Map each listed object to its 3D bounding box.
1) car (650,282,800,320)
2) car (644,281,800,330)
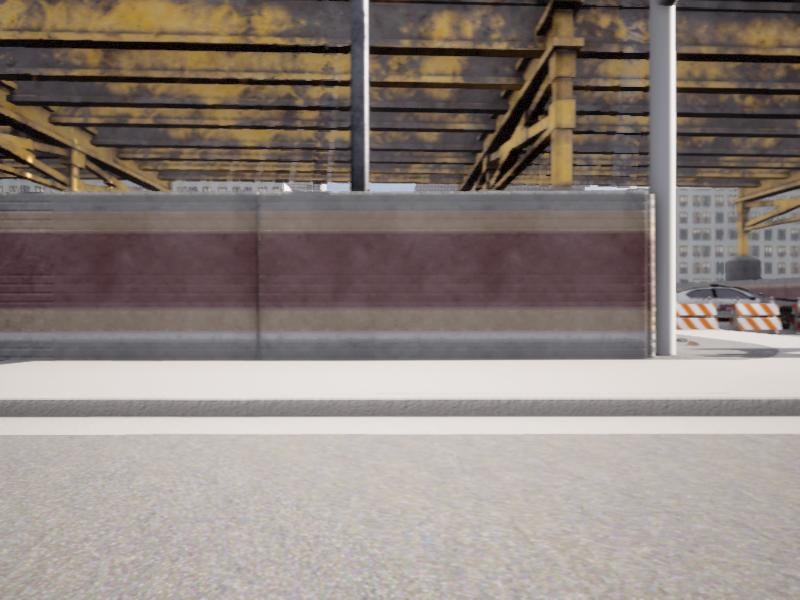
[{"bbox_3d":[11.994,0.025,14.670,4.536,1.218,1.853,0,0,44],"label":"car"},{"bbox_3d":[12.032,0.183,14.634,4.974,1.542,2.038,0,0,44],"label":"car"}]
